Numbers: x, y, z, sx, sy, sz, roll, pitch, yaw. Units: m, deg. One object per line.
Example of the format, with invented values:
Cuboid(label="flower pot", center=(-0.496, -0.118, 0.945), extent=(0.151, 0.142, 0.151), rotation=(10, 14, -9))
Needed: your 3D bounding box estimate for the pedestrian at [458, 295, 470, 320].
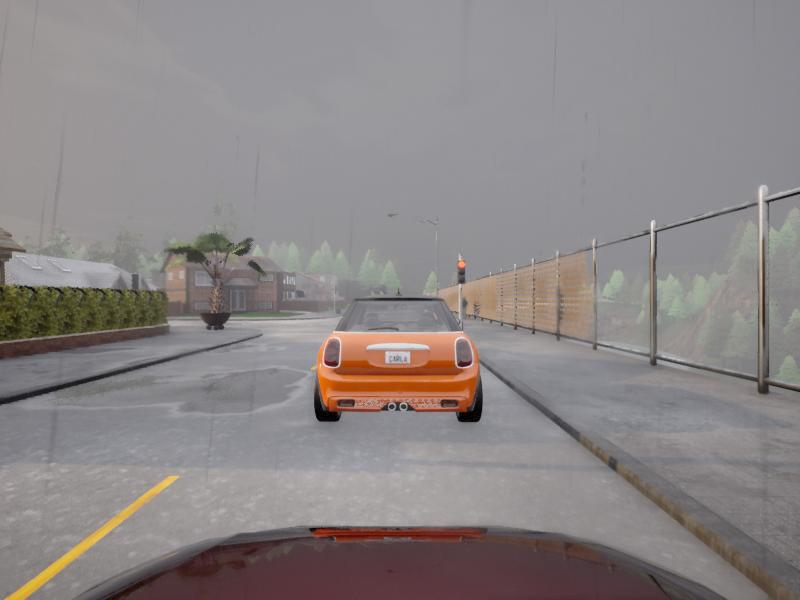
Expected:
Cuboid(label="pedestrian", center=(4.751, 0.533, 29.685), extent=(0.751, 1.860, 0.751), rotation=(0, 0, 1))

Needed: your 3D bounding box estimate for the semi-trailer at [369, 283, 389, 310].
Cuboid(label="semi-trailer", center=(-3.669, -0.618, 72.834), extent=(2.717, 4.402, 14.254), rotation=(0, 0, 0))

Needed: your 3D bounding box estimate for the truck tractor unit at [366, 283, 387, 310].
Cuboid(label="truck tractor unit", center=(-3.690, -0.524, 64.918), extent=(3.053, 4.208, 6.516), rotation=(0, 0, 0))

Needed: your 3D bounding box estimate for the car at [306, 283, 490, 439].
Cuboid(label="car", center=(-0.001, 0.694, 6.836), extent=(2.097, 1.767, 4.553), rotation=(0, 0, 1))
